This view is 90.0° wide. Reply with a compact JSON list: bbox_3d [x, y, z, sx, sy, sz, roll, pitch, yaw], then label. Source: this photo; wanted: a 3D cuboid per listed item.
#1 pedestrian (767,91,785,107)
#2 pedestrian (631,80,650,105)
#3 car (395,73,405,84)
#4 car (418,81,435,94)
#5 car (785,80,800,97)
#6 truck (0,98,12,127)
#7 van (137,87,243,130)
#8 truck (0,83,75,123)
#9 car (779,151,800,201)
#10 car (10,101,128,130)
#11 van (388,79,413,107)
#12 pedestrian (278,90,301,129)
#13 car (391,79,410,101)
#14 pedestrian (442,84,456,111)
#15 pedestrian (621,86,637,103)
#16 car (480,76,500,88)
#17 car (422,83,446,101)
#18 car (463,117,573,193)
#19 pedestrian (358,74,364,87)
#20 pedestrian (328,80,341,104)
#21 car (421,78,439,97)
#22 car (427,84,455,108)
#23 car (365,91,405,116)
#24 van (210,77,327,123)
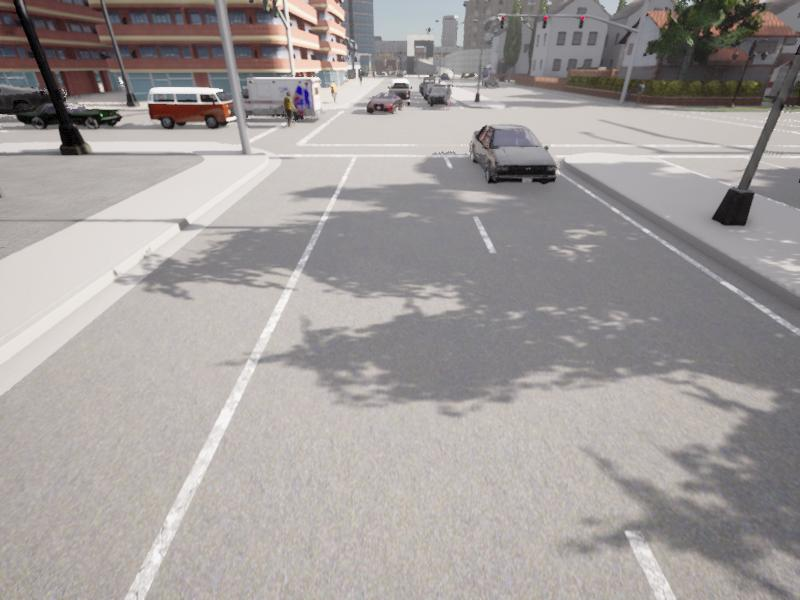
[{"bbox_3d":[31.025,-16.583,33.025,0.500,1.100,0.500,1,30,1],"label":"pedestrian"},{"bbox_3d":[20.665,-17.822,34.387,0.751,1.860,0.751,5,31,9],"label":"pedestrian"},{"bbox_3d":[0.025,-46.018,83.009,1.932,1.855,4.605,0,30,0],"label":"car"},{"bbox_3d":[3.517,-28.300,53.229,1.895,1.301,4.718,0,30,0],"label":"car"},{"bbox_3d":[41.438,-21.099,40.051,1.970,1.475,3.806,0,30,0],"label":"car"},{"bbox_3d":[-25.835,-10.871,22.188,5.204,2.467,2.627,0,30,-1],"label":"truck"},{"bbox_3d":[-11.607,-10.775,22.456,4.480,2.038,2.069,-1,30,-1],"label":"van"},{"bbox_3d":[-24.983,-12.463,25.286,6.274,2.098,2.390,0,30,0],"label":"truck"},{"bbox_3d":[11.507,-2.385,8.086,2.150,2.045,5.566,0,30,0],"label":"car"},{"bbox_3d":[-18.532,-10.421,22.586,4.718,1.301,1.895,0,30,-1],"label":"car"},{"bbox_3d":[0.013,-18.651,35.956,2.069,2.038,4.480,0,30,0],"label":"van"},{"bbox_3d":[-6.136,-10.598,22.286,0.751,1.860,0.751,-25,39,-36],"label":"pedestrian"},{"bbox_3d":[0.017,-22.464,42.648,1.932,1.855,4.605,0,31,0],"label":"car"},{"bbox_3d":[3.883,-16.002,31.550,0.751,1.860,0.751,-9,32,-15],"label":"pedestrian"},{"bbox_3d":[20.986,-18.836,36.667,0.751,1.300,0.751,3,30,5],"label":"pedestrian"},{"bbox_3d":[15.020,-36.417,66.817,2.152,1.651,5.027,0,30,0],"label":"car"},{"bbox_3d":[3.514,-21.859,42.010,2.163,1.488,4.792,0,30,0],"label":"car"},{"bbox_3d":[3.504,-4.957,13.136,2.033,1.411,5.357,0,30,0],"label":"car"},{"bbox_3d":[-6.270,-35.161,64.070,0.751,1.860,0.751,-1,30,-2],"label":"pedestrian"},{"bbox_3d":[-5.757,-18.313,35.203,0.751,1.860,0.751,26,39,37],"label":"pedestrian"},{"bbox_3d":[3.514,-25.250,47.413,1.905,1.878,3.866,0,30,0],"label":"car"},{"bbox_3d":[3.546,-18.364,35.862,1.930,1.638,5.238,0,30,0],"label":"car"},{"bbox_3d":[-1.041,-14.869,30.143,1.994,1.385,4.181,7,31,12],"label":"car"},{"bbox_3d":[-8.103,-12.704,25.379,6.366,2.431,2.351,1,30,1],"label":"van"}]
